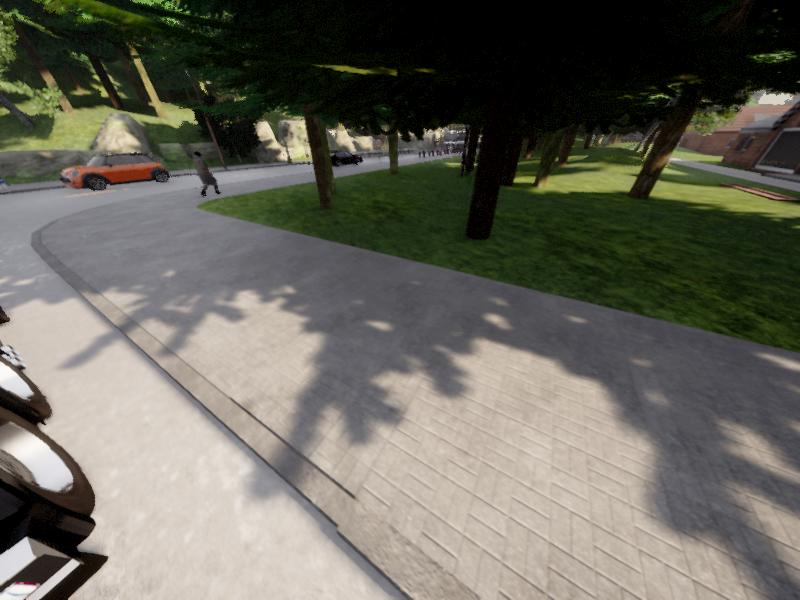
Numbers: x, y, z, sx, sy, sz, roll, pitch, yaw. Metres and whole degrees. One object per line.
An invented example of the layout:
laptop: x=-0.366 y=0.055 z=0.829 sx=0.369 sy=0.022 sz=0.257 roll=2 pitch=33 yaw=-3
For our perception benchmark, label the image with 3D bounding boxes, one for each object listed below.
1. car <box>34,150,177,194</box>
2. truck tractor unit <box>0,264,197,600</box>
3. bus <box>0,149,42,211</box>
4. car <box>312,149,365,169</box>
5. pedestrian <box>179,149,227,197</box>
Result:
car: x=-16.992 y=-7.784 z=13.767 sx=2.097 sy=1.767 sz=4.553 roll=14 pitch=37 yaw=19
truck tractor unit: x=-5.111 y=-0.301 z=0.780 sx=6.516 sy=4.208 sz=3.053 roll=18 pitch=39 yaw=24
bus: x=-17.172 y=-3.162 z=4.973 sx=3.944 sy=4.253 sz=10.273 roll=-7 pitch=36 yaw=-12
car: x=-6.109 y=-14.507 z=23.679 sx=2.033 sy=1.411 sz=5.357 roll=18 pitch=39 yaw=24
pedestrian: x=-8.946 y=-5.803 z=10.568 sx=0.751 sy=1.860 sz=0.751 roll=15 pitch=38 yaw=21
